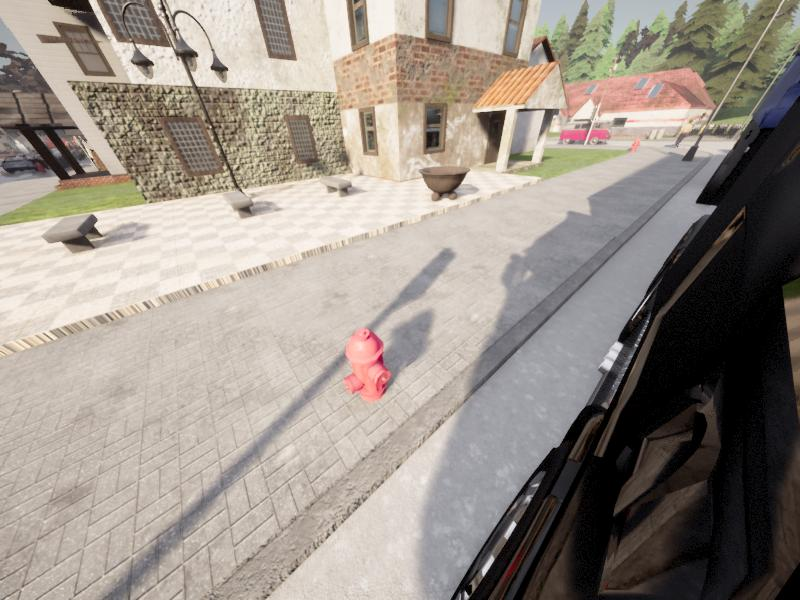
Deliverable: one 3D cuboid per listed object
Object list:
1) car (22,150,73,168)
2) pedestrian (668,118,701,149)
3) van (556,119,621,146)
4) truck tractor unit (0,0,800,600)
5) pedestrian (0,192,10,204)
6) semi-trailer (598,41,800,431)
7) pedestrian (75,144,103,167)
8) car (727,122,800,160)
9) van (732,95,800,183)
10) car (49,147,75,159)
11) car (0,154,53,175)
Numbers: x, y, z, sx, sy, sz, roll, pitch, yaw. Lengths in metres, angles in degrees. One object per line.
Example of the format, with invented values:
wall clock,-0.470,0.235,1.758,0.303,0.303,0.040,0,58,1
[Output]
car,-42.331,-17.073,27.938,2.033,1.411,5.357,-28,44,-30
pedestrian,21.621,-12.654,17.610,0.751,1.860,0.751,23,44,30
van,19.180,-17.158,23.717,1.775,1.987,4.442,-28,43,-30
truck tractor unit,2.645,-0.295,0.351,6.516,4.208,3.053,-28,44,-30
pedestrian,-18.014,-4.939,9.598,0.751,1.860,0.751,-21,40,-22
semi-trailer,8.683,-3.616,4.242,14.254,4.402,2.717,-28,44,-30
pedestrian,-30.948,-14.371,23.012,0.751,1.860,0.751,-28,44,-30
car,21.428,-9.327,13.472,1.789,1.549,3.705,25,45,32
van,16.591,-6.756,9.525,5.915,2.561,1.988,-26,43,-28
car,-62.361,-27.160,42.599,4.792,1.488,2.163,25,45,32
car,-37.306,-13.575,22.970,1.994,1.385,4.181,-28,44,-30
